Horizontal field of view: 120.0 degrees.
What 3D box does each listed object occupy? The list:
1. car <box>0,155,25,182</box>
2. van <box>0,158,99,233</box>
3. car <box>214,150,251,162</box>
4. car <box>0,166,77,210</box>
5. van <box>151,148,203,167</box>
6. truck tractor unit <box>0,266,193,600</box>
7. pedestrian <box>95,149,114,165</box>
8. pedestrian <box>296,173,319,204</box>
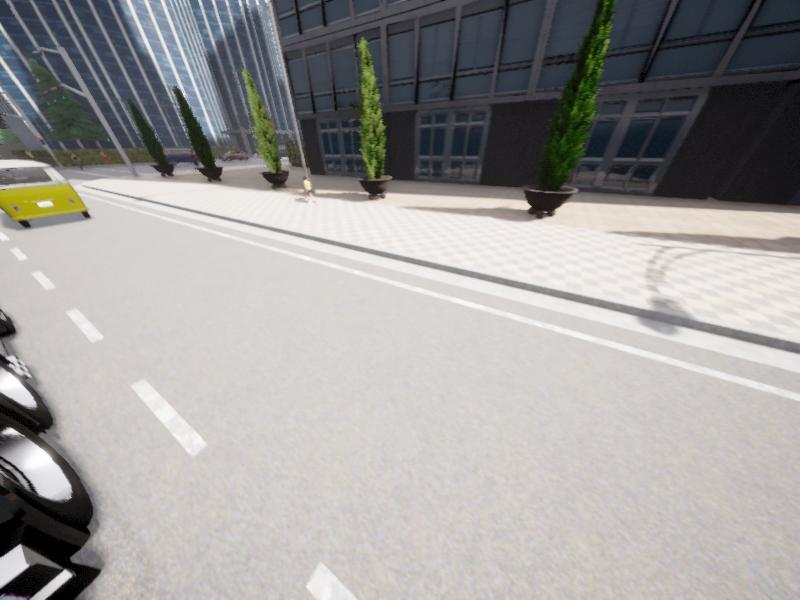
[{"bbox_3d":[-35.460,-10.853,19.209,1.905,1.878,3.866,17,39,24],"label":"car"},{"bbox_3d":[-14.113,-4.203,8.881,4.442,1.987,1.775,20,40,28],"label":"van"},{"bbox_3d":[-27.013,-23.327,37.422,1.816,1.474,4.193,17,39,24],"label":"car"},{"bbox_3d":[-19.313,-5.864,11.842,4.514,1.525,2.007,17,39,25],"label":"car"},{"bbox_3d":[-30.697,-19.788,31.946,1.775,1.987,4.442,17,39,24],"label":"van"},{"bbox_3d":[-5.126,-0.261,0.864,6.516,4.208,3.053,16,36,26],"label":"truck tractor unit"},{"bbox_3d":[-42.358,-20.524,33.142,0.751,1.860,0.751,17,39,25],"label":"pedestrian"},{"bbox_3d":[-3.965,-4.800,9.929,0.500,1.100,0.500,17,38,24],"label":"pedestrian"}]
